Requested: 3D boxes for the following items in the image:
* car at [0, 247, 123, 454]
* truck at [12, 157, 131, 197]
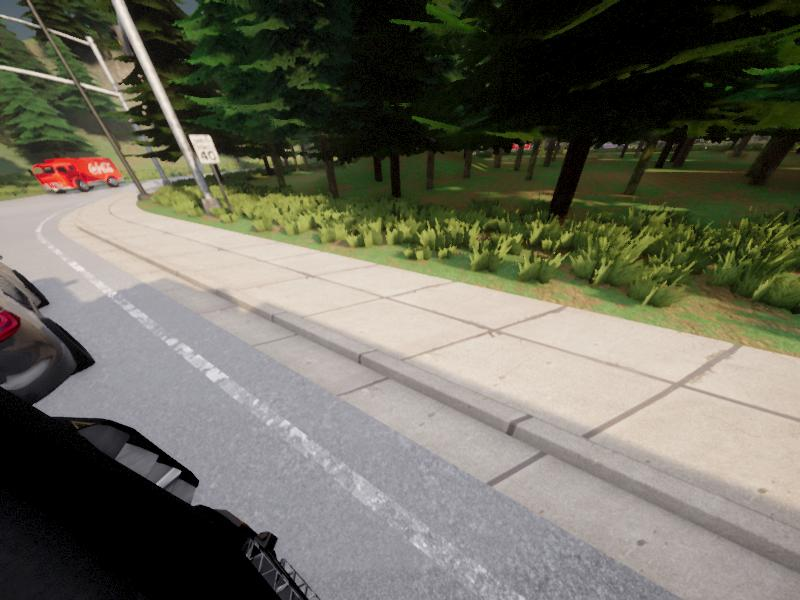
[{"bbox_3d":[-5.792,0.276,2.431,4.611,1.667,2.242,16,38,26],"label":"car"},{"bbox_3d":[-27.896,-10.889,20.125,2.627,2.467,5.204,-7,34,-6],"label":"truck"}]
